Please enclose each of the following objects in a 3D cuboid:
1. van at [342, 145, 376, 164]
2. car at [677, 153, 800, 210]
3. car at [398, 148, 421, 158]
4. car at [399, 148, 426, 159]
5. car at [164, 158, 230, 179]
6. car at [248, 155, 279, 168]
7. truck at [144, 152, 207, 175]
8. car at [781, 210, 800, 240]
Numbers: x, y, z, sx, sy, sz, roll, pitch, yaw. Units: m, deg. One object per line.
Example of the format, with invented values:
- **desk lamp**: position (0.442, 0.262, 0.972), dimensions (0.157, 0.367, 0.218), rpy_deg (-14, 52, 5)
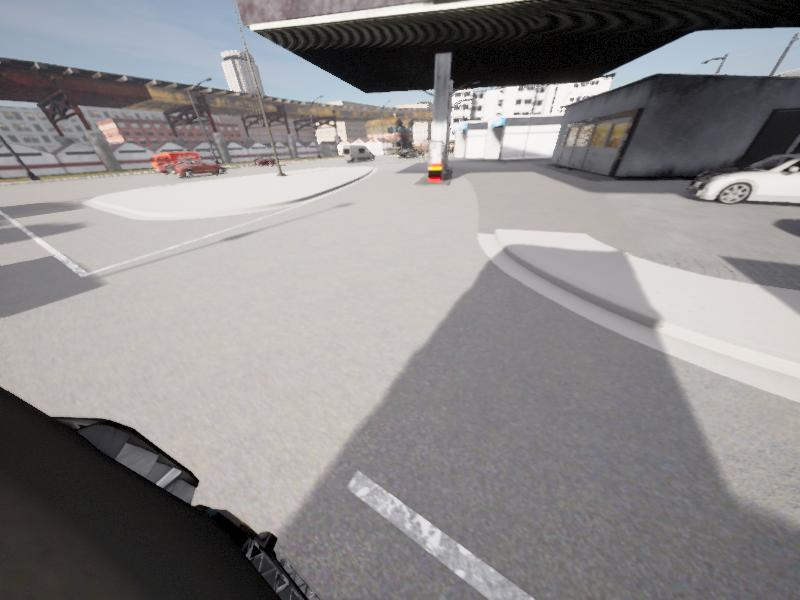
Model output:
- **van**: position (-7.078, -25.776, 40.729), dimensions (1.988, 2.561, 5.915), rpy_deg (24, 42, 34)
- **car**: position (12.928, -4.109, 7.892), dimensions (3.806, 1.475, 1.970), rpy_deg (17, 38, 26)
- **car**: position (2.026, -31.467, 49.420), dimensions (4.553, 1.767, 2.097), rpy_deg (-16, 36, -19)
- **car**: position (2.500, -29.596, 46.723), dimensions (5.238, 1.638, 1.930), rpy_deg (-20, 37, -24)
- **car**: position (-22.856, -14.991, 26.265), dimensions (2.152, 1.651, 5.027), rpy_deg (17, 38, 26)
- **car**: position (-22.549, -22.956, 38.265), dimensions (1.789, 1.549, 3.705), rpy_deg (15, 38, 24)
- **truck**: position (-30.865, -18.978, 31.971), dimensions (2.627, 2.467, 5.204), rpy_deg (18, 38, 27)
- **car**: position (10.704, -1.216, 3.386), dimensions (4.611, 1.667, 2.242), rpy_deg (17, 38, 26)
